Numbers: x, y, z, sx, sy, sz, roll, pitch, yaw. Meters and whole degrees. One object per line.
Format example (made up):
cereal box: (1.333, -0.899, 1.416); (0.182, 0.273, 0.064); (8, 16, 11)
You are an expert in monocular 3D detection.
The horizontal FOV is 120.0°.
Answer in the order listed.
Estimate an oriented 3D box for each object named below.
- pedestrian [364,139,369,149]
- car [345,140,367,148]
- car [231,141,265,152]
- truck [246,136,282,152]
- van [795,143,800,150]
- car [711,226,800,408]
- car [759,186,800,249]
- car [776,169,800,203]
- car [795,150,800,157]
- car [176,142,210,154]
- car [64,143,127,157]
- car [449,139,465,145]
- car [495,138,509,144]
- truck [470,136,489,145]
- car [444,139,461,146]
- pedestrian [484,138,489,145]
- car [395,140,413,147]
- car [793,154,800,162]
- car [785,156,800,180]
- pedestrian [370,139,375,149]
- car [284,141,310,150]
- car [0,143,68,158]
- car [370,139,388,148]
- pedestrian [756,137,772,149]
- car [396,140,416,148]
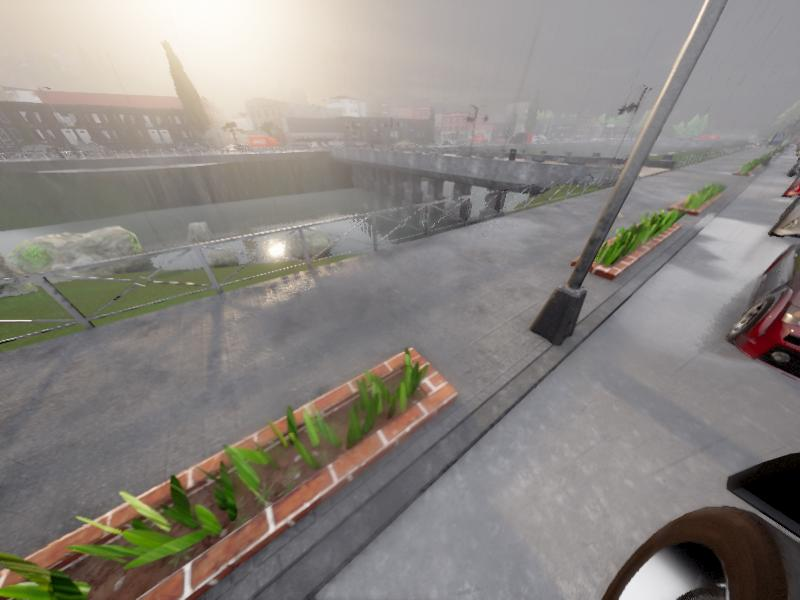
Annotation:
pedestrian: (-7.257, -34.001, 50.262); (0.751, 1.860, 0.751); (-16, 38, -21)
car: (-11.065, -39.506, 58.528); (4.974, 1.542, 2.038); (-22, 41, -28)
car: (-30.877, -31.322, 47.024); (5.238, 1.638, 1.930); (-21, 40, -27)
truck: (-26.628, -30.692, 45.387); (5.204, 2.467, 2.627); (-22, 41, -28)
van: (78.446, -30.146, 43.976); (6.366, 2.431, 2.351); (-22, 41, -28)
car: (5.997, 0.032, 2.643); (4.181, 1.385, 1.994); (-22, 40, -27)
car: (11.768, -2.410, 5.916); (4.514, 1.525, 2.007); (-22, 41, -27)
car: (18.377, -5.124, 9.719); (4.514, 1.525, 2.007); (-22, 40, -27)
car: (52.714, -19.197, 29.417); (5.008, 1.535, 1.882); (-21, 40, -28)
car: (-36.024, -26.550, 40.329); (3.988, 1.617, 1.851); (-21, 40, -27)
car: (-45.605, -22.639, 34.824); (5.238, 1.638, 1.930); (-21, 40, -27)
car: (18.717, -51.727, 75.600); (5.238, 1.638, 1.930); (-22, 41, -28)
car: (36.069, -56.073, 81.516); (4.553, 1.767, 2.097); (-22, 41, -28)
truck: (26.042, -52.249, 75.568); (5.204, 2.467, 2.627); (-22, 41, -28)
car: (15.857, -47.711, 69.976); (4.974, 1.542, 2.038); (-22, 41, -28)
pedestrian: (27.117, -49.751, 72.337); (0.751, 1.860, 0.751); (-30, 45, -35)
car: (1.086, -44.460, 65.513); (5.008, 1.535, 1.882); (-22, 41, -28)
car: (42.415, -14.963, 23.497); (3.633, 1.501, 1.845); (-22, 40, -27)
car: (26.682, -8.610, 14.648); (4.193, 1.474, 1.816); (-23, 41, -29)
pedestrian: (-5.923, -33.493, 49.535); (0.751, 1.860, 0.751); (14, 38, 20)
car: (-22.983, -34.565, 51.575); (4.856, 1.649, 2.033); (-22, 40, -27)
car: (-53.760, -22.019, 33.999); (5.238, 1.638, 1.930); (-23, 41, -27)
car: (-5.279, -39.190, 57.786); (3.866, 1.878, 1.905); (-22, 41, -28)
pedestrian: (67.594, -29.156, 42.921); (0.751, 1.860, 0.751); (-25, 42, -31)
car: (1.578, -41.838, 61.793); (5.366, 1.575, 1.801); (-22, 41, -28)
